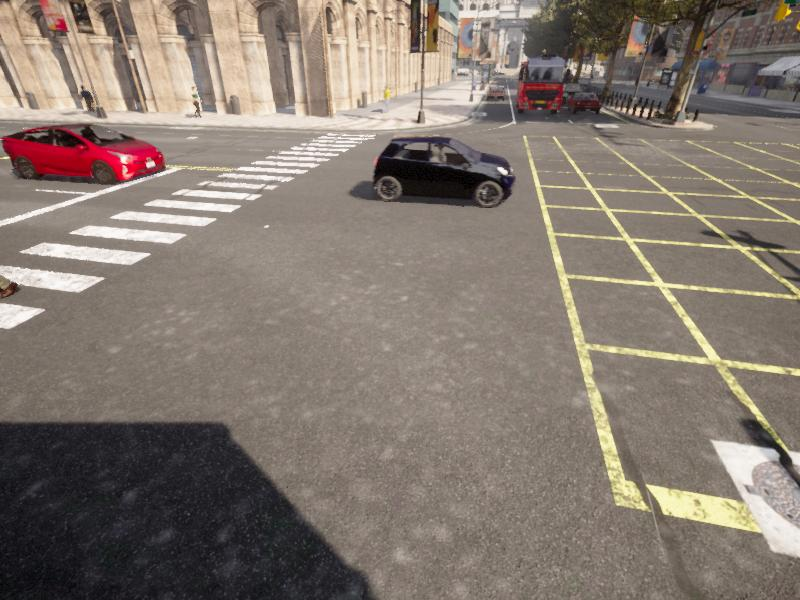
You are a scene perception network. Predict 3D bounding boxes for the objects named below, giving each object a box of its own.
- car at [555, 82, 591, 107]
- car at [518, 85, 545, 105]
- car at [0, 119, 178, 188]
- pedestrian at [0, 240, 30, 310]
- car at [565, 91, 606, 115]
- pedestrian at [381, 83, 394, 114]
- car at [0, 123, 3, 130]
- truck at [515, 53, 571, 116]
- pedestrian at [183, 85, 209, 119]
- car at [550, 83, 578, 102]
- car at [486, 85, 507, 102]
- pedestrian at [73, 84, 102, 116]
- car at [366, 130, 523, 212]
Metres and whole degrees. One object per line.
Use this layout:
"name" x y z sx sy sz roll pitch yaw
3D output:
"car" 15.615 -18.743 36.349 2.097 1.767 4.553 6 31 11
"car" 12.493 -19.655 38.225 1.970 1.475 3.806 6 31 11
"car" -9.775 -4.623 12.419 4.514 1.525 2.007 6 31 11
"pedestrian" -6.076 -0.728 5.370 0.751 1.860 0.751 7 31 13
"car" 14.102 -15.123 30.643 1.895 1.301 4.718 6 31 11
"pedestrian" -0.856 -14.039 27.869 0.751 1.860 0.751 7 31 12
"car" -23.932 -9.819 21.308 3.633 1.501 1.845 6 31 11
"truck" 10.813 -16.896 31.169 2.891 3.827 8.468 6 31 11
"pedestrian" -12.726 -12.358 24.985 0.751 1.860 0.751 10 32 16
"car" 16.913 -21.522 41.424 1.970 1.475 3.806 7 31 11
"car" 9.978 -21.411 41.401 1.895 1.301 4.718 6 31 11
"pedestrian" -20.937 -13.430 26.817 0.751 1.860 0.751 12 32 19
"car" 1.157 -3.418 10.357 3.633 1.501 1.845 6 31 11
